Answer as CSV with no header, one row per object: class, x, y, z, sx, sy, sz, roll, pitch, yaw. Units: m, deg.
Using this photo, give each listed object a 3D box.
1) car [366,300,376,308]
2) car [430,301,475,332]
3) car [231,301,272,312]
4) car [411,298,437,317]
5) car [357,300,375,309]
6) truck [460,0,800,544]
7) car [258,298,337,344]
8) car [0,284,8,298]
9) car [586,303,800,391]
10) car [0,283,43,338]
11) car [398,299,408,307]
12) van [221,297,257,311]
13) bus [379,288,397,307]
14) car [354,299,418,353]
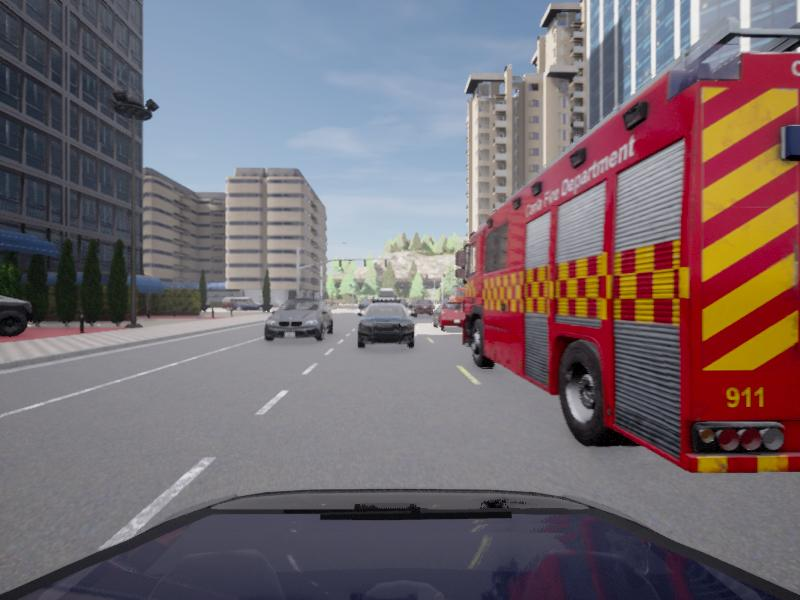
car,-6.354,0.782,87.913,2.033,1.649,4.856,0,0,-2
car,2.774,0.829,21.743,1.845,1.501,3.633,0,0,-2
car,-20.007,0.860,54.074,4.792,1.488,2.163,0,0,-1
car,2.224,0.700,38.844,2.097,1.767,4.553,0,0,-2
car,-6.005,0.782,71.461,1.930,1.638,5.238,0,0,11
truck,3.255,-0.321,6.881,2.891,3.827,8.468,0,0,-2
car,-4.073,0.759,16.804,2.242,1.667,4.611,0,0,-2
car,-16.463,-0.344,15.317,1.750,0.535,1.642,0,0,29
car,6.668,0.837,9.478,2.128,1.511,4.902,0,0,-2
car,-17.114,0.405,14.126,2.390,2.098,6.274,0,0,29
car,0.578,0.711,90.142,2.097,1.767,4.553,0,0,-2
van,-23.061,0.608,57.509,4.442,1.987,1.775,0,0,-1
bus,-2.909,-0.524,93.449,3.944,4.253,10.273,0,0,-2
car,-0.502,0.773,14.658,1.930,1.638,5.238,0,0,-2
